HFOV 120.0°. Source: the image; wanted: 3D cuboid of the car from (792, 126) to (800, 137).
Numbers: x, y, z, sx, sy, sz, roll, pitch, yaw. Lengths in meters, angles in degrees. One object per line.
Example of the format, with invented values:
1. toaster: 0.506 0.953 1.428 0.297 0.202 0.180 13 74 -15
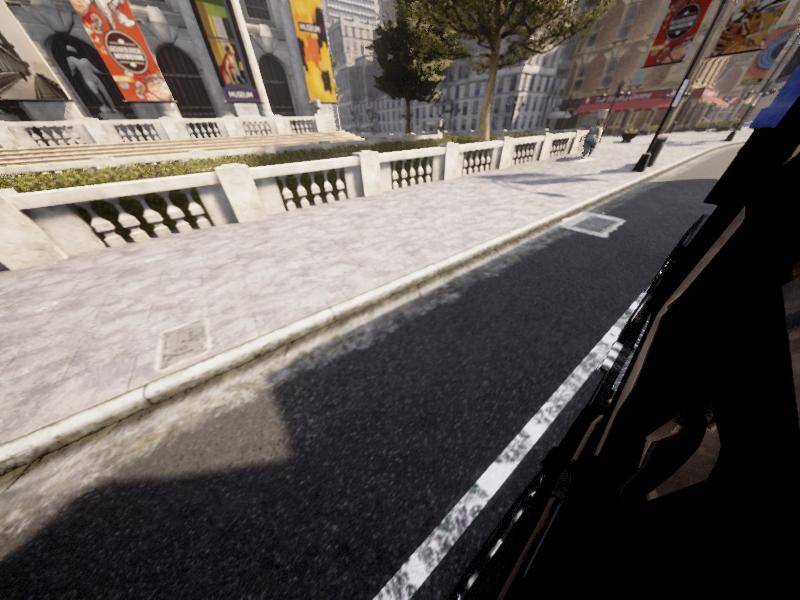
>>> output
1. car: 39.051 -15.708 20.844 4.674 1.452 2.002 -12 38 -12

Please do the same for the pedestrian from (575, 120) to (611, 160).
1. pedestrian: 11.256 -9.356 13.528 0.751 1.860 0.751 -19 40 -20

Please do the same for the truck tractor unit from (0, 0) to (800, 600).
1. truck tractor unit: 2.645 -0.295 0.351 6.516 4.208 3.053 -28 44 -30

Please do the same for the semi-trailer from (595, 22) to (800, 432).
1. semi-trailer: 8.857 -3.496 4.057 14.254 4.402 2.717 -26 43 -28
